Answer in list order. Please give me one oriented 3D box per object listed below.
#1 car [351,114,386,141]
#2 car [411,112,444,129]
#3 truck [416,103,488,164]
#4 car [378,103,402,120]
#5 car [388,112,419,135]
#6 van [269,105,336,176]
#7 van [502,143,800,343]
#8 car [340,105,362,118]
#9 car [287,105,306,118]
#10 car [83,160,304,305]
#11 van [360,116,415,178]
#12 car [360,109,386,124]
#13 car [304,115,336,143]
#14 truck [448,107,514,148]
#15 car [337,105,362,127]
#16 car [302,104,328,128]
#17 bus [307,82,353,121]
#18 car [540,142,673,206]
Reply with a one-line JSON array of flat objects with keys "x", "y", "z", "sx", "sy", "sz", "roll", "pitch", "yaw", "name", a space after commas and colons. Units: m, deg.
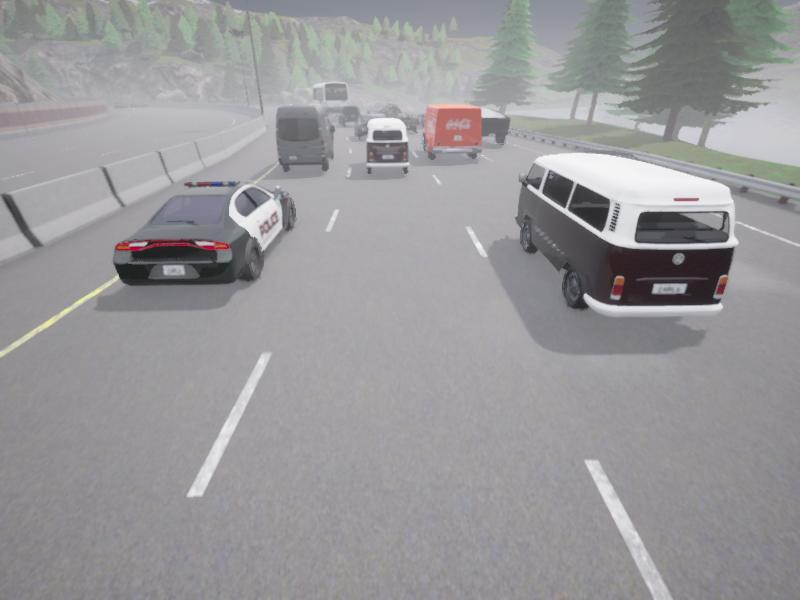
[{"x": -2.447, "y": -13.087, "z": 30.260, "sx": 2.128, "sy": 1.511, "sz": 4.902, "roll": -5, "pitch": 28, "yaw": -8, "name": "car"}, {"x": 2.625, "y": -17.709, "z": 39.370, "sx": 1.895, "sy": 1.301, "sz": 4.718, "roll": -6, "pitch": 28, "yaw": -11, "name": "car"}, {"x": 2.494, "y": -8.909, "z": 21.084, "sx": 2.627, "sy": 2.467, "sz": 5.204, "roll": -3, "pitch": 28, "yaw": -5, "name": "truck"}, {"x": -1.325, "y": -24.395, "z": 51.714, "sx": 1.932, "sy": 1.855, "sz": 4.605, "roll": -9, "pitch": 29, "yaw": -16, "name": "car"}, {"x": 0.220, "y": -15.212, "z": 34.377, "sx": 1.816, "sy": 1.474, "sz": 4.193, "roll": -5, "pitch": 28, "yaw": -10, "name": "car"}, {"x": -4.237, "y": -7.571, "z": 18.490, "sx": 1.988, "sy": 2.561, "sz": 5.915, "roll": -3, "pitch": 26, "yaw": -4, "name": "van"}, {"x": 3.454, "y": -1.369, "z": 6.958, "sx": 2.069, "sy": 2.038, "sz": 4.480, "roll": -1, "pitch": 28, "yaw": 0, "name": "van"}, {"x": -7.012, "y": -26.730, "z": 56.684, "sx": 2.007, "sy": 1.525, "sz": 4.514, "roll": -10, "pitch": 29, "yaw": -18, "name": "car"}, {"x": -14.875, "y": -27.164, "z": 57.534, "sx": 1.851, "sy": 1.617, "sz": 3.988, "roll": -11, "pitch": 29, "yaw": -19, "name": "car"}, {"x": -3.579, "y": -1.748, "z": 8.323, "sx": 2.038, "sy": 1.542, "sz": 4.974, "roll": -1, "pitch": 27, "yaw": -1, "name": "car"}, {"x": -0.631, "y": -6.844, "z": 17.585, "sx": 2.069, "sy": 2.038, "sz": 4.480, "roll": -2, "pitch": 27, "yaw": -4, "name": "van"}, {"x": -3.205, "y": -21.519, "z": 46.811, "sx": 1.895, "sy": 1.301, "sz": 4.718, "roll": -8, "pitch": 28, "yaw": -14, "name": "car"}, {"x": -5.880, "y": -12.735, "z": 29.606, "sx": 2.007, "sy": 1.525, "sz": 4.514, "roll": -5, "pitch": 28, "yaw": -8, "name": "car"}, {"x": 5.204, "y": -11.764, "z": 26.969, "sx": 2.390, "sy": 2.098, "sz": 6.274, "roll": -4, "pitch": 28, "yaw": -7, "name": "truck"}, {"x": -5.282, "y": -19.151, "z": 41.606, "sx": 1.905, "sy": 1.878, "sz": 3.866, "roll": -7, "pitch": 28, "yaw": -14, "name": "car"}, {"x": -8.955, "y": -19.357, "z": 41.886, "sx": 2.150, "sy": 2.045, "sz": 5.566, "roll": -7, "pitch": 28, "yaw": -13, "name": "car"}, {"x": -9.390, "y": -26.165, "z": 52.651, "sx": 3.944, "sy": 4.253, "sz": 10.273, "roll": -9, "pitch": 28, "yaw": -17, "name": "bus"}, {"x": 6.702, "y": -4.483, "z": 13.745, "sx": 1.895, "sy": 1.301, "sz": 4.718, "roll": -2, "pitch": 27, "yaw": -3, "name": "car"}]
